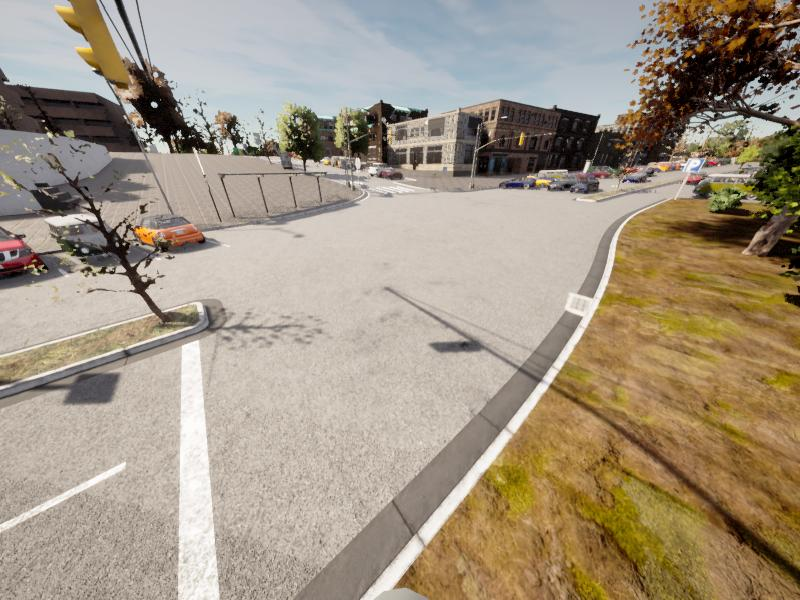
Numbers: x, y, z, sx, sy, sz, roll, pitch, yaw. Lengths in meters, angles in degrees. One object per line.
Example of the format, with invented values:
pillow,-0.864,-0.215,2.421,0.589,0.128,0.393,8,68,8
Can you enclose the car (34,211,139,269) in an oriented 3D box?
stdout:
car,-16.054,-3.211,11.856,4.442,1.987,1.878,15,34,27

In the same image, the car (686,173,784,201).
car,30.571,-10.506,21.390,4.442,1.987,1.878,20,38,31

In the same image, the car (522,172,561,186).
car,21.562,-18.424,35.211,4.553,1.767,2.185,19,36,31

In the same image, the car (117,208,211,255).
car,-13.789,-4.164,13.541,4.553,1.767,2.185,15,35,27

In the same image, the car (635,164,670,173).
car,60.044,-31.365,55.174,5.366,1.575,1.946,22,38,35

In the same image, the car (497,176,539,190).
car,16.543,-16.502,32.563,4.792,1.488,2.163,18,36,31

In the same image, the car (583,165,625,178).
car,39.365,-24.796,44.732,5.566,2.045,2.435,20,37,33

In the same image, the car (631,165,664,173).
car,57.558,-30.497,53.847,5.008,1.535,2.097,22,37,35

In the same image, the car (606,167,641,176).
car,47.102,-27.159,48.787,5.008,1.535,2.097,21,38,34

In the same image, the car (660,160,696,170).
car,73.317,-35.569,61.045,5.566,2.045,2.435,22,38,36

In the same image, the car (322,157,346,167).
car,-14.577,-30.665,51.280,1.946,1.575,5.366,21,37,23

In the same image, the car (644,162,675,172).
car,62.903,-32.281,56.119,4.442,1.987,1.878,22,38,35

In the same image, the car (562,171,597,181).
car,31.680,-21.906,40.851,4.674,1.452,2.002,19,36,32

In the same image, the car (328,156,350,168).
car,-12.791,-29.317,49.059,1.878,1.987,4.442,21,37,23

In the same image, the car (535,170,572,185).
car,24.186,-19.390,36.497,4.442,1.987,1.878,19,36,31

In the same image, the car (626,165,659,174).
car,54.944,-29.664,52.587,4.892,1.521,2.231,22,38,35

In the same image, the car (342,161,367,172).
car,-8.914,-26.385,45.522,2.231,1.521,4.892,21,37,23

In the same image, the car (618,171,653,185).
car,35.855,-18.638,35.161,4.792,1.488,2.163,-20,35,-27

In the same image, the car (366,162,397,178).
car,-3.124,-22.424,39.795,2.435,2.045,5.566,21,37,23

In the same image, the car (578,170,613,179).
car,36.781,-23.674,43.552,4.674,1.452,2.002,20,37,33

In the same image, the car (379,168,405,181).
car,-1.231,-20.775,38.067,2.002,1.452,4.674,21,37,23

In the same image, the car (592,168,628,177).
car,41.921,-25.455,46.197,5.008,1.535,2.097,20,37,33

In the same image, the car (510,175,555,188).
car,19.246,-17.332,33.735,5.366,1.575,1.946,18,36,31

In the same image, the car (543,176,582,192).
car,21.154,-15.161,30.054,4.902,1.511,2.128,-21,36,-28

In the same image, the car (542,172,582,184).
car,26.611,-20.140,38.075,4.892,1.521,2.231,19,36,32

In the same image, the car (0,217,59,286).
car,-18.453,-2.226,10.271,5.566,2.045,2.435,15,34,27

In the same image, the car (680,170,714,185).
car,41.797,-17.279,32.493,3.988,1.617,1.851,-19,35,-27

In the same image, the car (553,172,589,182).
car,29.144,-21.005,39.471,4.674,1.452,2.002,19,37,32

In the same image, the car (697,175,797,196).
car,35.730,-12.037,24.127,5.366,1.575,1.946,21,37,31

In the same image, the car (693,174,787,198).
car,33.092,-11.306,22.797,4.553,1.767,2.185,20,37,31

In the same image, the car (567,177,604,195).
car,22.034,-13.596,27.440,4.193,1.474,1.816,-21,36,-29

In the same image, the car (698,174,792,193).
car,37.900,-13.039,25.682,5.366,1.575,1.946,21,38,31

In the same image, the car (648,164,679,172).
car,65.429,-32.912,57.548,4.792,1.488,2.163,22,38,35

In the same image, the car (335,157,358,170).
car,-10.866,-27.919,47.185,1.878,1.987,4.442,21,37,23

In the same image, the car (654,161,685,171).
car,68.170,-33.897,58.556,4.442,1.987,1.878,22,38,35
